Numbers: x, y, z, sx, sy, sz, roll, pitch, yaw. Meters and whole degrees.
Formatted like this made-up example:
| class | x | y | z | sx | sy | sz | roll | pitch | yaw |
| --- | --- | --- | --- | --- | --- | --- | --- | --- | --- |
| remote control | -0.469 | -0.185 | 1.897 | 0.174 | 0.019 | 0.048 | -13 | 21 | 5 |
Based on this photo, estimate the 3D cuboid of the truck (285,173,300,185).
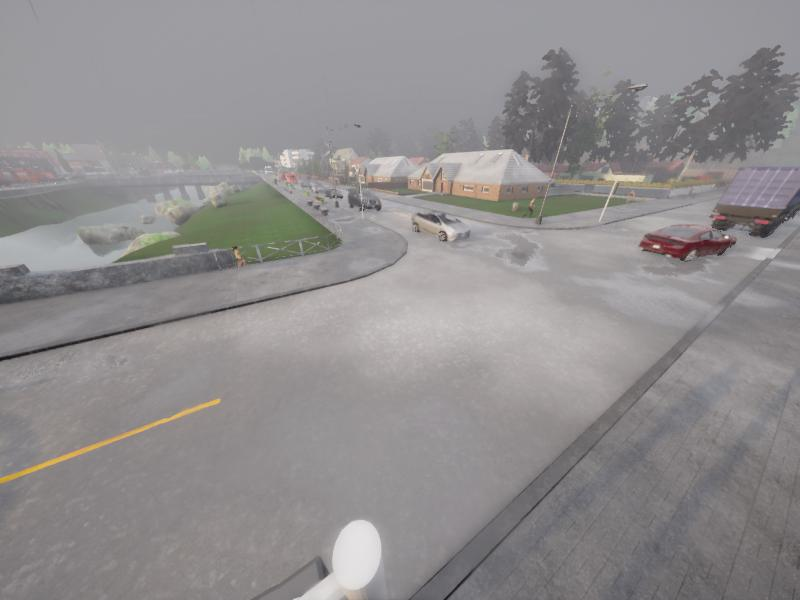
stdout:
| class | x | y | z | sx | sy | sz | roll | pitch | yaw |
| --- | --- | --- | --- | --- | --- | --- | --- | --- | --- |
| truck | -29.413 | -33.059 | 63.000 | 2.627 | 2.467 | 5.204 | -16 | 34 | -26 |

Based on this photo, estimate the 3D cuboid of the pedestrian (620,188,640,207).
| class | x | y | z | sx | sy | sz | roll | pitch | yaw |
| --- | --- | --- | --- | --- | --- | --- | --- | --- | --- |
| pedestrian | 26.082 | -11.593 | 26.178 | 0.751 | 1.860 | 0.751 | -11 | 32 | -18 |

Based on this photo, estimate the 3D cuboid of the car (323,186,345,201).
| class | x | y | z | sx | sy | sz | roll | pitch | yaw |
| --- | --- | --- | --- | --- | --- | --- | --- | --- | --- |
| car | -9.592 | -15.498 | 33.450 | 1.851 | 1.617 | 3.988 | -16 | 34 | -26 |

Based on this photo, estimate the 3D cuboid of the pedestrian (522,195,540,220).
| class | x | y | z | sx | sy | sz | roll | pitch | yaw |
| --- | --- | --- | --- | --- | --- | --- | --- | --- | --- |
| pedestrian | 11.207 | -7.889 | 19.763 | 0.751 | 1.860 | 0.751 | 8 | 31 | 13 |

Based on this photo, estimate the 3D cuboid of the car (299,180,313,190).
| class | x | y | z | sx | sy | sz | roll | pitch | yaw |
| --- | --- | --- | --- | --- | --- | --- | --- | --- | --- |
| car | -19.964 | -24.466 | 49.041 | 1.789 | 1.549 | 3.705 | -16 | 33 | -26 |

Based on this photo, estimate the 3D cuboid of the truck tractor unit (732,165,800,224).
| class | x | y | z | sx | sy | sz | roll | pitch | yaw |
| --- | --- | --- | --- | --- | --- | --- | --- | --- | --- |
| truck tractor unit | 34.243 | -9.547 | 20.526 | 6.516 | 4.208 | 3.053 | -16 | 34 | -25 |

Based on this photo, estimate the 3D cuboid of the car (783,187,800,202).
| class | x | y | z | sx | sy | sz | roll | pitch | yaw |
| --- | --- | --- | --- | --- | --- | --- | --- | --- | --- |
| car | 55.090 | -14.418 | 31.606 | 5.366 | 1.575 | 1.801 | -16 | 34 | -26 |

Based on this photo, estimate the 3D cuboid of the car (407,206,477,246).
| class | x | y | z | sx | sy | sz | roll | pitch | yaw |
| --- | --- | --- | --- | --- | --- | --- | --- | --- | --- |
| car | 2.600 | -5.121 | 15.558 | 2.007 | 1.525 | 4.514 | -19 | 35 | -29 |

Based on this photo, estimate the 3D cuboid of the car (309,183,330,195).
| class | x | y | z | sx | sy | sz | roll | pitch | yaw |
| --- | --- | --- | --- | --- | --- | --- | --- | --- | --- |
| car | -14.050 | -19.331 | 40.165 | 2.038 | 1.542 | 4.974 | -16 | 34 | -26 |

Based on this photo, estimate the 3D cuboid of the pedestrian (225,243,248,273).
| class | x | y | z | sx | sy | sz | roll | pitch | yaw |
| --- | --- | --- | --- | --- | --- | --- | --- | --- | --- |
| pedestrian | -7.043 | -1.825 | 10.002 | 0.500 | 1.100 | 0.500 | -16 | 34 | -26 |

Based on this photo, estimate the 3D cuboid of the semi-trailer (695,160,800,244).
| class | x | y | z | sx | sy | sz | roll | pitch | yaw |
| --- | --- | --- | --- | --- | --- | --- | --- | --- | --- |
| semi-trailer | 27.383 | -7.656 | 17.055 | 14.254 | 4.402 | 2.717 | -16 | 34 | -26 |

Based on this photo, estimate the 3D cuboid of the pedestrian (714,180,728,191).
| class | x | y | z | sx | sy | sz | roll | pitch | yaw |
| --- | --- | --- | --- | --- | --- | --- | --- | --- | --- |
| pedestrian | 60.421 | -21.615 | 43.518 | 0.751 | 1.860 | 0.751 | 25 | 39 | 37 |

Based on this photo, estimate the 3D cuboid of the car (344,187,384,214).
| class | x | y | z | sx | sy | sz | roll | pitch | yaw |
| --- | --- | --- | --- | --- | --- | --- | --- | --- | --- |
| car | -3.978 | -10.811 | 24.899 | 2.150 | 2.045 | 5.566 | -16 | 33 | -25 |

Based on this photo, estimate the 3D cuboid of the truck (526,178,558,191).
| class | x | y | z | sx | sy | sz | roll | pitch | yaw |
| --- | --- | --- | --- | --- | --- | --- | --- | --- | --- |
| truck | 27.281 | -22.337 | 44.478 | 2.069 | 2.038 | 4.478 | -16 | 34 | -26 |

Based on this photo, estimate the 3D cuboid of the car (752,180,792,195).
| class | x | y | z | sx | sy | sz | roll | pitch | yaw |
| --- | --- | --- | --- | --- | --- | --- | --- | --- | --- |
| car | 64.783 | -19.733 | 40.341 | 2.150 | 2.045 | 5.566 | 26 | 39 | 37 |

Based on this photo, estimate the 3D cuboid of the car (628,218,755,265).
| class | x | y | z | sx | sy | sz | roll | pitch | yaw |
| --- | --- | --- | --- | --- | --- | --- | --- | --- | --- |
| car | 15.227 | -3.177 | 12.179 | 5.008 | 1.535 | 1.882 | -9 | 32 | -15 |

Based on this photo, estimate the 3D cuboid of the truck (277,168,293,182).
| class | x | y | z | sx | sy | sz | roll | pitch | yaw |
| --- | --- | --- | --- | --- | --- | --- | --- | --- | --- |
| truck | -36.906 | -40.137 | 73.902 | 2.891 | 3.827 | 8.468 | -16 | 34 | -26 |

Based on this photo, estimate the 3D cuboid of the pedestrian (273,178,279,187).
| class | x | y | z | sx | sy | sz | roll | pitch | yaw |
| --- | --- | --- | --- | --- | --- | --- | --- | --- | --- |
| pedestrian | -27.515 | -26.090 | 51.286 | 0.751 | 1.860 | 0.751 | -16 | 34 | -26 |
